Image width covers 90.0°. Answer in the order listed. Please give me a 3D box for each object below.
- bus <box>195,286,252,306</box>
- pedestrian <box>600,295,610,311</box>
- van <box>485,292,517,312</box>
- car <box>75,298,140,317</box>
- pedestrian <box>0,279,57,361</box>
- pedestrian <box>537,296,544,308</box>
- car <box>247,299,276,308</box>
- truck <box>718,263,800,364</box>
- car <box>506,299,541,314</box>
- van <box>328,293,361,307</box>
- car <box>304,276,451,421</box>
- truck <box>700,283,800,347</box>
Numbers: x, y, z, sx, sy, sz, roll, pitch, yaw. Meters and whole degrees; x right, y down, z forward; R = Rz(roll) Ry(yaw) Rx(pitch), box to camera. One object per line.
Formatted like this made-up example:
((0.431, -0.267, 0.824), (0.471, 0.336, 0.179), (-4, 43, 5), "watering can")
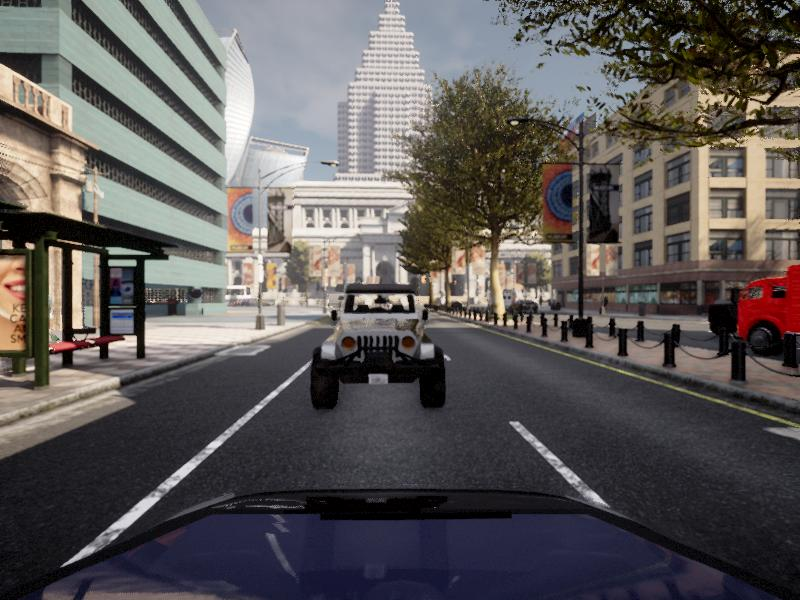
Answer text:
((-36.850, -0.822, 83.884), (10.273, 4.253, 3.944), (0, 0, -1), "bus")
((23.210, 0.335, 45.321), (0.751, 1.860, 0.751), (0, 0, -2), "pedestrian")
((12.946, 0.205, 51.735), (2.351, 2.431, 6.366), (0, 0, -2), "van")
((-24.841, 0.599, 34.294), (2.128, 1.511, 4.902), (0, 0, -2), "car")
((-8.778, 0.451, 9.417), (0.751, 1.860, 0.751), (0, 0, -1), "pedestrian")
((21.263, 0.285, 60.415), (0.751, 1.860, 0.751), (0, 0, 1), "pedestrian")
((-25.475, 0.574, 73.933), (4.611, 1.667, 2.242), (0, 0, -2), "car")
((11.036, 0.326, 9.577), (2.627, 2.467, 5.204), (0, 0, -2), "truck")
((13.302, 0.692, 43.312), (2.128, 1.511, 4.902), (0, 0, -2), "car")
((-10.258, 0.051, 74.432), (5.915, 2.561, 1.988), (0, 0, -2), "van")
((-0.352, 0.620, 7.120), (1.905, 1.878, 3.866), (0, 0, -2), "car")
((14.376, 0.494, 14.319), (2.390, 2.098, 6.274), (0, 0, -2), "truck")
